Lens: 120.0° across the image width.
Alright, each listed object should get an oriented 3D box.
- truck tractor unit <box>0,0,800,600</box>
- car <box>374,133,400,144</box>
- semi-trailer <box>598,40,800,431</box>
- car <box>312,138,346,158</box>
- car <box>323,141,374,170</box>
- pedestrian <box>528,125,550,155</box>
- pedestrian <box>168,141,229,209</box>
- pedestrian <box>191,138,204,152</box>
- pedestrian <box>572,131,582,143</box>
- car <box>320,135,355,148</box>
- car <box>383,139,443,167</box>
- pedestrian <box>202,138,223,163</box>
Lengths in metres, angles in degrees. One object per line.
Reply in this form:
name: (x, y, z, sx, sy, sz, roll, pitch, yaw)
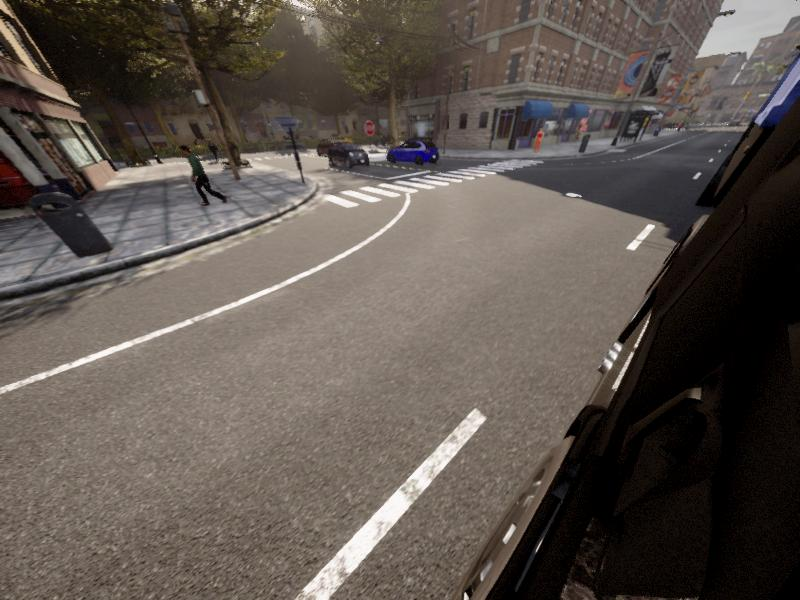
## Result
truck tractor unit: (2.645, -0.295, 0.351, 6.516, 4.208, 3.053, -28, 44, -30)
car: (-2.533, -31.439, 44.968, 4.892, 1.490, 1.837, -28, 43, -30)
semi-trailer: (8.706, -3.571, 4.262, 14.254, 4.402, 2.717, -28, 43, -30)
car: (-7.674, -16.482, 24.968, 1.789, 1.549, 3.705, -29, 44, -31)
car: (-3.834, -10.701, 16.977, 1.845, 1.501, 3.633, -29, 44, -31)
pedestrian: (10.761, -12.391, 17.933, 0.751, 1.860, 0.751, -31, 45, -33)
pedestrian: (-6.617, -4.118, 7.650, 0.751, 1.860, 0.751, -28, 44, -31)
pedestrian: (-31.502, -24.108, 35.948, 0.751, 1.860, 0.751, -28, 44, -30)
pedestrian: (20.998, -19.294, 27.374, 0.500, 1.100, 0.500, -25, 42, -28)
car: (-10.695, -27.187, 39.567, 5.366, 1.575, 1.801, -28, 44, -30)
car: (0.890, -10.930, 17.089, 4.193, 1.474, 1.816, 29, 47, 35)
pedestrian: (-16.923, -13.549, 20.927, 0.751, 1.860, 0.751, -19, 40, -21)
